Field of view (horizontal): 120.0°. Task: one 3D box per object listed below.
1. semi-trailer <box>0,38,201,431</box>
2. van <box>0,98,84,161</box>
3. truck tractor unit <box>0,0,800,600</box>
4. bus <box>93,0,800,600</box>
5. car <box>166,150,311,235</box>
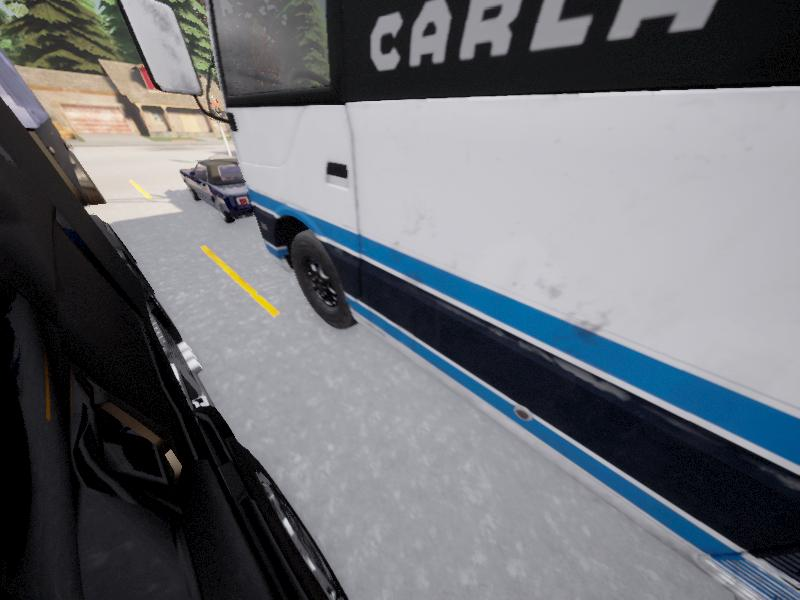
[{"bbox_3d":[-8.673,-3.619,4.256,14.254,4.402,2.717,28,44,30],"label":"semi-trailer"},{"bbox_3d":[-21.541,-8.513,11.583,5.915,2.561,1.988,-17,39,-24],"label":"van"},{"bbox_3d":[-2.645,-0.295,0.351,6.516,4.208,3.053,28,44,30],"label":"truck tractor unit"},{"bbox_3d":[2.599,-0.494,0.908,10.273,4.253,3.944,30,44,31],"label":"bus"},{"bbox_3d":[-4.908,-3.470,6.900,4.718,1.301,1.895,30,45,31],"label":"car"}]
